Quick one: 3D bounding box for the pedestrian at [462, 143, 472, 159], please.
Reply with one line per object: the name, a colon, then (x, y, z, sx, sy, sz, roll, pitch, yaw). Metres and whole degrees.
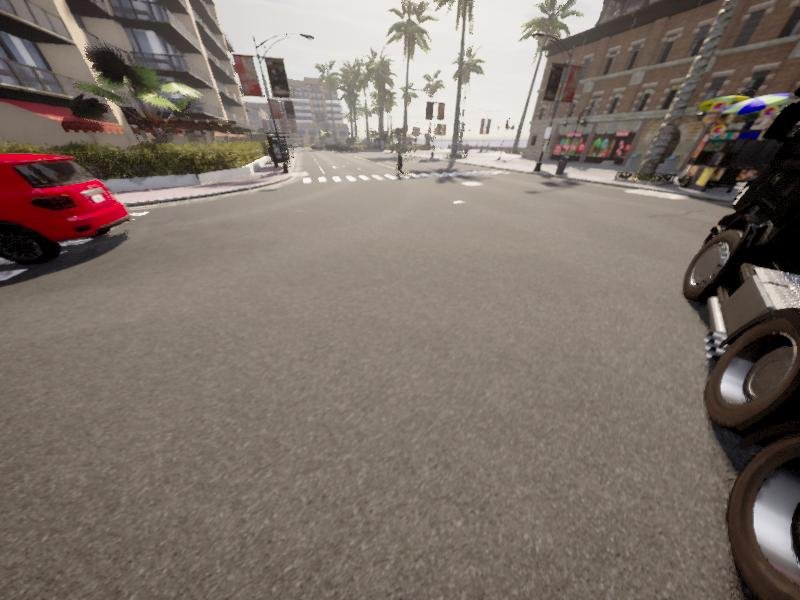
pedestrian: (9.479, -21.142, 32.812, 0.751, 1.860, 0.751, -15, 37, -21)

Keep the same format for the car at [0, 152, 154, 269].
car: (-9.907, -1.918, 4.994, 5.566, 2.045, 2.150, -11, 36, -15)

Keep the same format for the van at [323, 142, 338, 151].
van: (-18.884, -41.655, 62.671, 1.775, 1.987, 4.442, -25, 42, -31)

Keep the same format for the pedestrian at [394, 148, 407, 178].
pedestrian: (0.012, -10.092, 17.014, 0.751, 1.860, 0.751, -10, 36, -15)

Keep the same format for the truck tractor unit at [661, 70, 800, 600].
truck tractor unit: (4.750, -0.559, 1.155, 3.053, 4.208, 6.516, 28, 44, 34)
